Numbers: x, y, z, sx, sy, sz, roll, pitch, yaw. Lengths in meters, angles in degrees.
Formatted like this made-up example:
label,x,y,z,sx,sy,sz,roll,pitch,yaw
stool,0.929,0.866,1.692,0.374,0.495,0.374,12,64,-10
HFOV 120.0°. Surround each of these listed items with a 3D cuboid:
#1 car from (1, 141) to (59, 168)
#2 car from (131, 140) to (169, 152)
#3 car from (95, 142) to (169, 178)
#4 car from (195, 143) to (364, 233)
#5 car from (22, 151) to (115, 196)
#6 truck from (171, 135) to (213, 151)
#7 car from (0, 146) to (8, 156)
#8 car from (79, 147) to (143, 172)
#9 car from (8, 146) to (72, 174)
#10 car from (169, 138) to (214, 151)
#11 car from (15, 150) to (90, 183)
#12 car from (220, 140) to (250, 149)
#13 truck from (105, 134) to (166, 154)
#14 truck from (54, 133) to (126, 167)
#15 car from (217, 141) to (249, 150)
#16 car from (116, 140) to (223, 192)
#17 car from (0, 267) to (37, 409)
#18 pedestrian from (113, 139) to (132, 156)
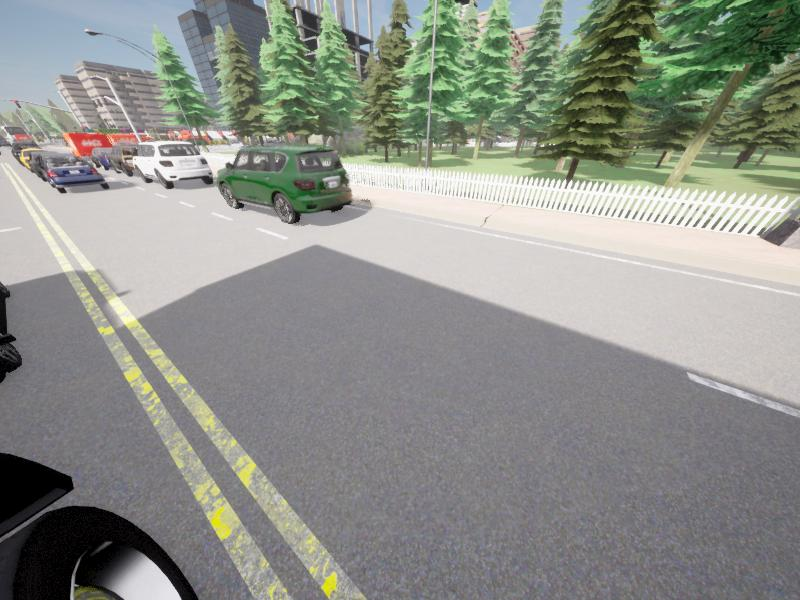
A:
label,x,y,z,sx,sy,sz,roll,pitch,yaw
car,-33.446,-13.257,20.876,4.605,1.855,1.932,22,40,27
car,-45.121,-27.849,41.748,1.851,1.617,3.988,22,41,28
car,-18.720,-9.858,16.151,4.605,1.855,1.932,22,40,27
car,-4.176,-4.167,8.026,5.566,2.045,2.150,21,40,27
car,-16.644,-6.462,11.626,3.705,1.549,1.789,22,40,27
truck,-41.370,-31.446,46.141,2.627,2.467,5.204,20,40,26
car,-56.836,-20.409,31.216,4.792,1.488,2.163,10,36,13
car,-24.113,-11.833,19.264,4.792,1.488,2.163,22,40,27
car,-27.629,-10.828,17.726,5.366,1.575,1.801,22,40,27
car,-39.282,-29.417,43.633,2.150,2.045,5.566,21,40,26
car,-21.863,-8.497,14.549,4.193,1.474,1.816,22,40,27
car,-36.967,-35.020,51.950,2.033,1.649,4.856,21,40,26
truck,-41.017,-24.340,36.042,2.627,2.467,5.204,21,40,26
truck,-29.378,-14.326,21.908,5.204,2.467,2.627,22,40,27
car,-35.236,-32.796,48.906,2.038,1.542,4.974,21,40,26
car,-12.732,-7.552,12.773,5.566,2.045,2.150,22,40,27
car,-6.037,0.219,2.300,3.806,1.475,1.970,22,41,28
pedestrian,-37.851,-20.821,31.558,0.751,1.860,0.751,17,38,22
